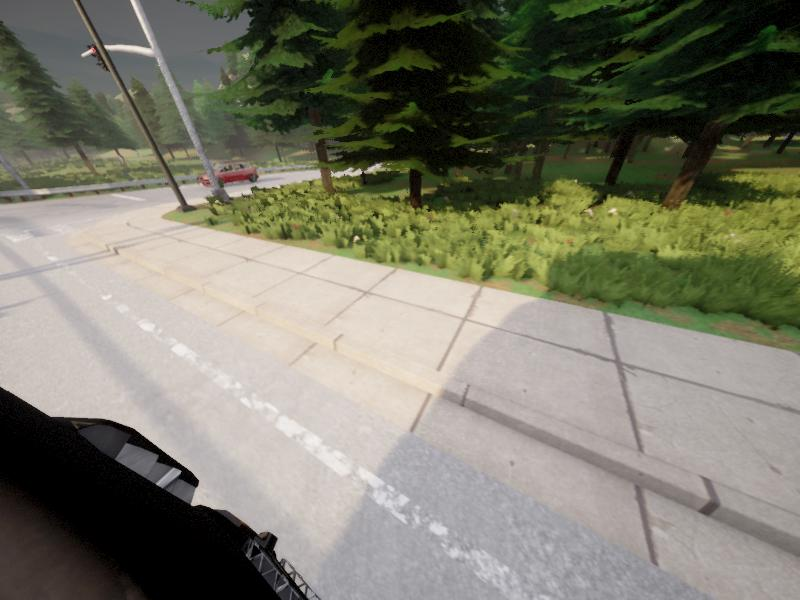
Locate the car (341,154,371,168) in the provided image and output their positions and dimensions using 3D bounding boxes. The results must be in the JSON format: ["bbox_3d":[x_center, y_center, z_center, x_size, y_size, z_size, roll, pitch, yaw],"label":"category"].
[{"bbox_3d":[-6.127,-19.653,32.607,1.816,1.474,4.193,15,38,25],"label":"car"}]

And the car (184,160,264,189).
[{"bbox_3d":[-14.658,-10.710,19.604,2.242,1.667,4.611,15,37,25],"label":"car"}]
